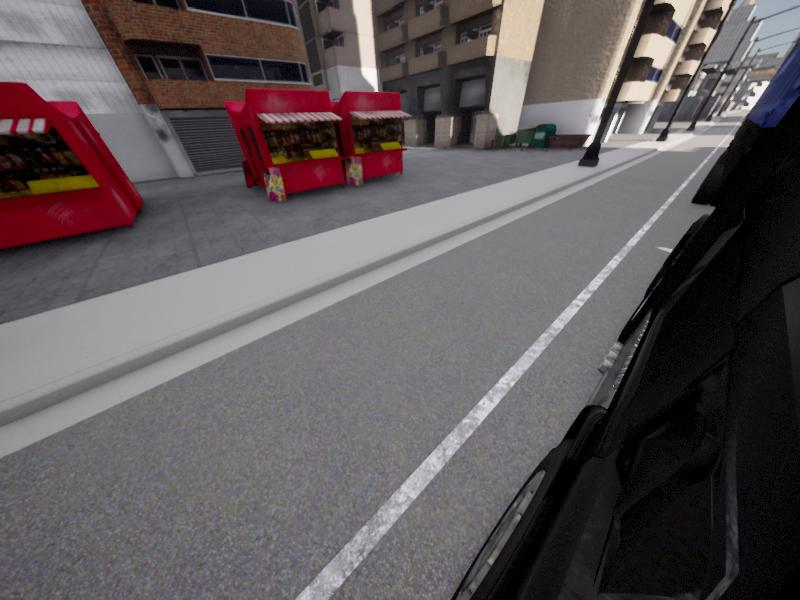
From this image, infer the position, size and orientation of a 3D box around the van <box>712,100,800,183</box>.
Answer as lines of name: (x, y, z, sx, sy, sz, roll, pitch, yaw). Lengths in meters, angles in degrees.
van: (16.400, -6.989, 9.964, 6.366, 2.431, 2.351, -28, 44, -30)

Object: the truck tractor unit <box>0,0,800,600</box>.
truck tractor unit: (2.645, -0.295, 0.351, 6.516, 4.208, 3.053, -28, 44, -30)

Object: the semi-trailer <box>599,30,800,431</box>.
semi-trailer: (8.636, -3.645, 4.291, 14.254, 4.402, 2.717, -29, 44, -30)

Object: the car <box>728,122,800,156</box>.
car: (23.676, -10.535, 15.015, 4.902, 1.511, 2.128, -28, 44, -30)
